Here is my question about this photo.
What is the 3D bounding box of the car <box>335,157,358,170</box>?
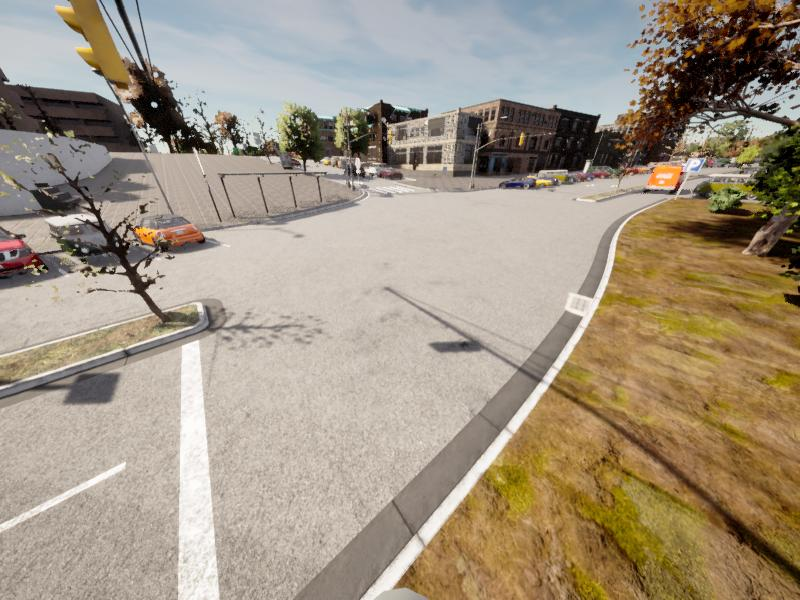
[{"bbox_3d":[-10.866,-27.919,47.185,1.878,1.987,4.442,21,37,23],"label":"car"}]

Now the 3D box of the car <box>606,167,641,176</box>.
[{"bbox_3d":[47.102,-27.159,48.787,5.008,1.535,2.097,21,38,34],"label":"car"}]

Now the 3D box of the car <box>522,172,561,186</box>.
[{"bbox_3d":[21.562,-18.424,35.211,4.553,1.767,2.185,19,36,31],"label":"car"}]

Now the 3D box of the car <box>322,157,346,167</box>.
[{"bbox_3d":[-14.577,-30.665,51.280,1.946,1.575,5.366,21,37,23],"label":"car"}]

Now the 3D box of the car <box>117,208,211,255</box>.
[{"bbox_3d":[-13.789,-4.164,13.541,4.553,1.767,2.185,15,35,27],"label":"car"}]

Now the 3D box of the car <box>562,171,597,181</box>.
[{"bbox_3d":[31.680,-21.906,40.851,4.674,1.452,2.002,19,36,32],"label":"car"}]

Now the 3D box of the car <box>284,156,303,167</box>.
[{"bbox_3d":[-21.061,-27.368,45.703,1.851,1.617,3.988,-23,42,-34],"label":"car"}]

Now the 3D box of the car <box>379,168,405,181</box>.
[{"bbox_3d":[-1.231,-20.775,38.067,2.002,1.452,4.674,21,37,23],"label":"car"}]

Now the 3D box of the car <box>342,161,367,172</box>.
[{"bbox_3d":[-8.914,-26.385,45.522,2.231,1.521,4.892,21,37,23],"label":"car"}]

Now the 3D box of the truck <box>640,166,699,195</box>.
[{"bbox_3d":[30.370,-13.586,26.053,5.204,2.467,2.627,-20,35,-28],"label":"truck"}]

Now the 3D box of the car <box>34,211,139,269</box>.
[{"bbox_3d":[-16.054,-3.211,11.856,4.442,1.987,1.878,15,34,27],"label":"car"}]

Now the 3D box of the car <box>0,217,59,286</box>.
[{"bbox_3d":[-18.453,-2.226,10.271,5.566,2.045,2.435,15,34,27],"label":"car"}]

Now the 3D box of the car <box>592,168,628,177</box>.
[{"bbox_3d":[41.921,-25.455,46.197,5.008,1.535,2.097,20,37,33],"label":"car"}]

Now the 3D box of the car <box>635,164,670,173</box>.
[{"bbox_3d":[60.044,-31.365,55.174,5.366,1.575,1.946,22,38,35],"label":"car"}]

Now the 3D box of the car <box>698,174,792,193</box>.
[{"bbox_3d":[37.900,-13.039,25.682,5.366,1.575,1.946,21,38,31],"label":"car"}]

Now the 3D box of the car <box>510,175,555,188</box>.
[{"bbox_3d":[19.246,-17.332,33.735,5.366,1.575,1.946,18,36,31],"label":"car"}]

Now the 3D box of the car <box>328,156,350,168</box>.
[{"bbox_3d":[-12.791,-29.317,49.059,1.878,1.987,4.442,21,37,23],"label":"car"}]

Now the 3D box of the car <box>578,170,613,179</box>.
[{"bbox_3d":[36.781,-23.674,43.552,4.674,1.452,2.002,20,37,33],"label":"car"}]

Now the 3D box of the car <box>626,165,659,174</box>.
[{"bbox_3d":[54.944,-29.664,52.587,4.892,1.521,2.231,22,38,35],"label":"car"}]

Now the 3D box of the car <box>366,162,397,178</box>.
[{"bbox_3d":[-3.124,-22.424,39.795,2.435,2.045,5.566,21,37,23],"label":"car"}]

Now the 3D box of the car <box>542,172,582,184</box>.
[{"bbox_3d":[26.611,-20.140,38.075,4.892,1.521,2.231,19,36,32],"label":"car"}]

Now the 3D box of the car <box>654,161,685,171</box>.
[{"bbox_3d":[68.170,-33.897,58.556,4.442,1.987,1.878,22,38,35],"label":"car"}]

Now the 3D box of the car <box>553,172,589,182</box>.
[{"bbox_3d":[29.144,-21.005,39.471,4.674,1.452,2.002,19,37,32],"label":"car"}]

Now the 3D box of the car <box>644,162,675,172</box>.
[{"bbox_3d":[62.903,-32.281,56.119,4.442,1.987,1.878,22,38,35],"label":"car"}]

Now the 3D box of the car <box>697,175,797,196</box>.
[{"bbox_3d":[35.730,-12.037,24.127,5.366,1.575,1.946,21,37,31],"label":"car"}]

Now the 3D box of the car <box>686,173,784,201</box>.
[{"bbox_3d":[30.571,-10.506,21.390,4.442,1.987,1.878,20,38,31],"label":"car"}]

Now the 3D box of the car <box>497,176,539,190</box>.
[{"bbox_3d":[16.543,-16.502,32.563,4.792,1.488,2.163,18,36,31],"label":"car"}]

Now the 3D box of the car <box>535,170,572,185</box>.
[{"bbox_3d":[24.186,-19.390,36.497,4.442,1.987,1.878,19,36,31],"label":"car"}]

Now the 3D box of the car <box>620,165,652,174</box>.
[{"bbox_3d":[52.328,-28.939,51.258,4.553,1.767,2.185,21,38,34],"label":"car"}]

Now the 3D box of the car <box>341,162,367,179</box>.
[{"bbox_3d":[-7.487,-20.924,37.247,1.932,1.855,4.605,-23,42,-34],"label":"car"}]

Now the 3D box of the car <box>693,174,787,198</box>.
[{"bbox_3d":[33.092,-11.306,22.797,4.553,1.767,2.185,20,37,31],"label":"car"}]

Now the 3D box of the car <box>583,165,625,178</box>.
[{"bbox_3d":[39.365,-24.796,44.732,5.566,2.045,2.435,20,37,33],"label":"car"}]
